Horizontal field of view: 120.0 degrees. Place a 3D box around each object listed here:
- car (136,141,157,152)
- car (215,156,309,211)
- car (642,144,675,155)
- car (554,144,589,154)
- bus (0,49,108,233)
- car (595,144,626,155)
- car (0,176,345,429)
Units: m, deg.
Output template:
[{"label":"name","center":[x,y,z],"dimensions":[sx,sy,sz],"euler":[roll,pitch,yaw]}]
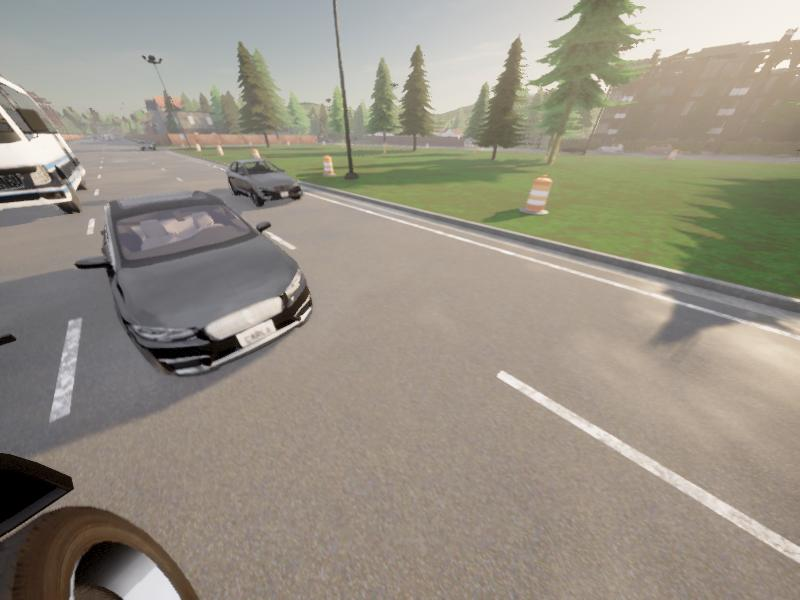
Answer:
[{"label":"car","center":[-44.179,-26.836,40.250],"dimensions":[1.970,1.475,3.806],"euler":[-27,43,-33]},{"label":"car","center":[-5.897,-5.099,9.805],"dimensions":[4.193,1.474,1.816],"euler":[29,44,34]},{"label":"car","center":[47.016,-27.506,42.086],"dimensions":[3.633,1.501,1.845],"euler":[29,44,35]},{"label":"car","center":[31.464,-27.761,42.491],"dimensions":[4.718,1.301,1.895],"euler":[29,44,35]},{"label":"bus","center":[-14.793,-5.746,8.221],"dimensions":[10.273,4.253,3.944],"euler":[29,44,34]},{"label":"car","center":[37.746,-27.120,41.444],"dimensions":[3.633,1.501,1.845],"euler":[30,44,35]},{"label":"car","center":[-3.338,-0.823,3.735],"dimensions":[4.902,1.511,2.128],"euler":[29,44,34]}]
